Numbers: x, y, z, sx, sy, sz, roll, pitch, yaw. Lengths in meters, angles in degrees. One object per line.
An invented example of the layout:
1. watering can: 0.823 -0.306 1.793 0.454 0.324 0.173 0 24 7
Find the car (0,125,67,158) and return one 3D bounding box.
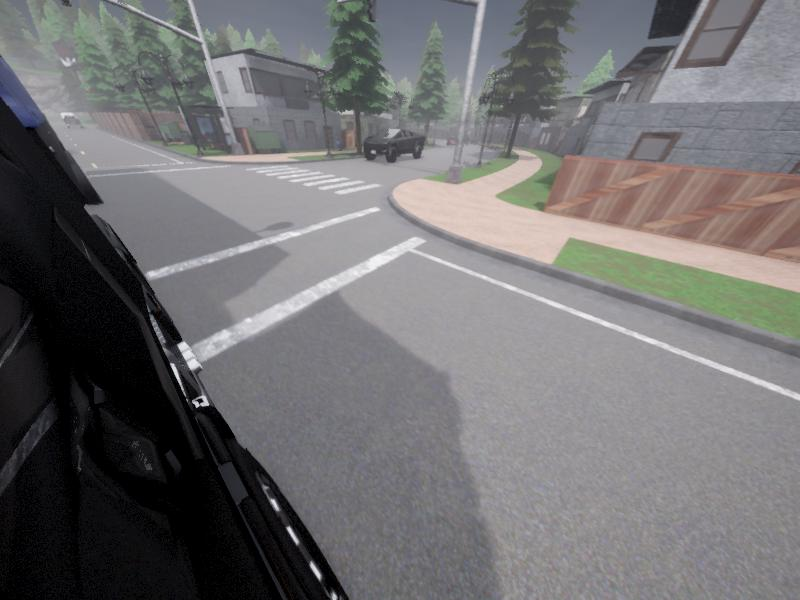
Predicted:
1. car: -22.867 -9.892 14.323 4.181 1.385 1.994 28 44 30

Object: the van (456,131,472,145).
1. van: 12.888 -32.813 46.747 1.775 1.987 4.442 2 37 -1

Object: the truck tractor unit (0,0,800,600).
1. truck tractor unit: -2.645 -0.295 0.352 6.516 4.208 3.053 28 44 30

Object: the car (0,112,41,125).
1. car: -69.082 -32.526 41.285 2.242 1.667 4.611 11 37 10

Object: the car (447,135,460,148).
1. car: 8.529 -25.489 37.040 1.845 1.501 3.633 7 37 6

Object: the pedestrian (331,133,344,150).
1. pedestrian: -6.091 -15.508 22.641 0.751 1.300 0.751 25 42 27

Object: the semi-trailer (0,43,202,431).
1. semi-trailer: -8.702 -3.596 4.234 14.254 4.402 2.717 28 44 30

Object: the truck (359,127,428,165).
1. truck: -0.267 -12.487 18.589 2.390 2.098 6.274 22 41 23
